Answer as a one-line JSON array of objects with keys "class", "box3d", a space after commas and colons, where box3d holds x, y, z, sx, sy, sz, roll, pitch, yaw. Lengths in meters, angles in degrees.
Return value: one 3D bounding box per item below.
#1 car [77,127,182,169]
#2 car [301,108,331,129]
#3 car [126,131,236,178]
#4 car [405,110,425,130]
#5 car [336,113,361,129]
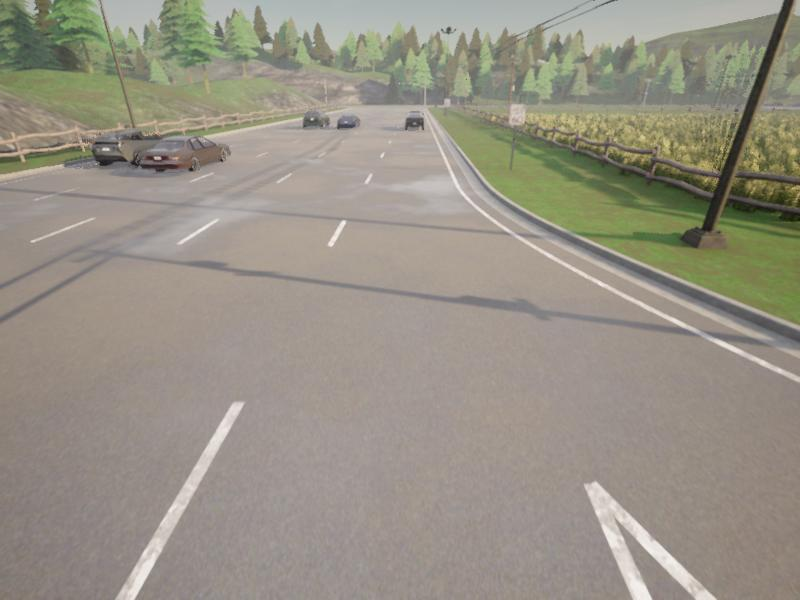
[{"class": "car", "box3d": [-13.366, -7.783, 20.238, 2.007, 1.525, 4.514, 1, 27, 2]}, {"class": "car", "box3d": [-8.908, -19.452, 42.788, 2.097, 1.767, 4.553, 1, 27, 2]}, {"class": "car", "box3d": [-9.923, -6.969, 18.789, 2.033, 1.411, 5.357, 1, 27, 2]}, {"class": "car", "box3d": [1.555, -18.804, 41.689, 1.930, 1.638, 5.238, 1, 27, 2]}, {"class": "car", "box3d": [-5.421, -19.069, 42.506, 1.994, 1.385, 4.181, 1, 27, 2]}]
